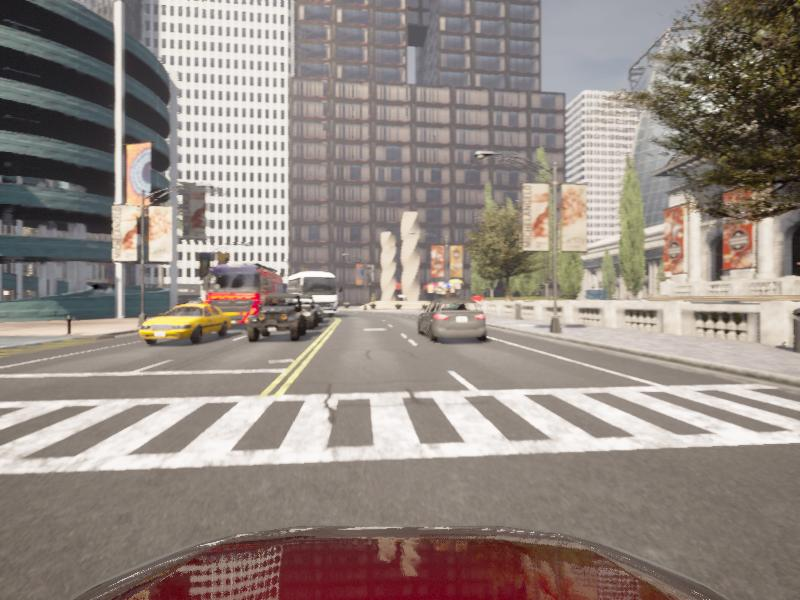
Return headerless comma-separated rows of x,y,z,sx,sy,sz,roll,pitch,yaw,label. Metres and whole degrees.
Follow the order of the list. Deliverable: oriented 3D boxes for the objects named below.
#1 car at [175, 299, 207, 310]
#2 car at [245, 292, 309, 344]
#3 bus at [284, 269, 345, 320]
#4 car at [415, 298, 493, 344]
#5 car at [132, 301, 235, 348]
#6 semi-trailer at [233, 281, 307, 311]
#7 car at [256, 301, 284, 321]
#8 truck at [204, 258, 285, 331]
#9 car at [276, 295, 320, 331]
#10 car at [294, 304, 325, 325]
-34.407,0.737,65.823,4.605,1.855,1.932,0,-1,14,car
-4.998,0.661,16.736,1.905,1.878,3.866,0,0,-7,car
-8.712,-0.506,39.302,3.944,4.253,10.273,0,0,-23,bus
2.045,0.760,16.753,2.242,1.667,4.611,0,0,-6,car
-8.456,0.823,16.271,1.801,1.575,5.366,0,0,-6,car
-20.849,-0.561,63.353,14.254,4.402,2.717,0,-1,33,semi-trailer
-10.941,0.859,34.011,2.038,1.542,4.974,0,0,-15,car
-9.481,-0.294,25.479,2.891,3.827,8.468,0,0,-8,truck
-5.655,0.665,22.584,1.905,1.878,3.866,0,0,-7,car
-6.437,0.967,28.851,1.895,1.301,4.718,0,0,-9,car
